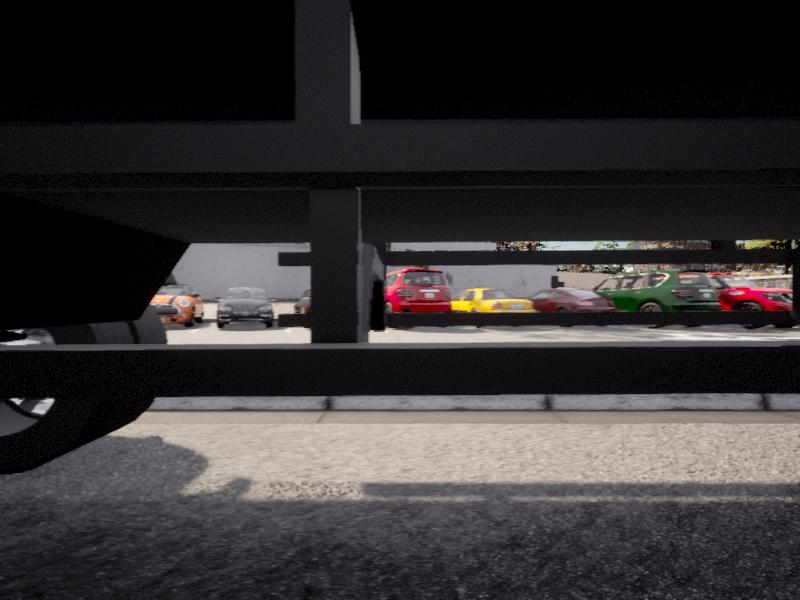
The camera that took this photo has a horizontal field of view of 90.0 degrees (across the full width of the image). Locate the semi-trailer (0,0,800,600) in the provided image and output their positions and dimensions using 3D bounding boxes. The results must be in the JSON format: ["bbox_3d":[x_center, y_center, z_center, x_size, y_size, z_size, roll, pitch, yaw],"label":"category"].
[{"bbox_3d":[-0.912,-1.220,1.693,14.254,4.402,2.717,0,0,0],"label":"semi-trailer"}]
